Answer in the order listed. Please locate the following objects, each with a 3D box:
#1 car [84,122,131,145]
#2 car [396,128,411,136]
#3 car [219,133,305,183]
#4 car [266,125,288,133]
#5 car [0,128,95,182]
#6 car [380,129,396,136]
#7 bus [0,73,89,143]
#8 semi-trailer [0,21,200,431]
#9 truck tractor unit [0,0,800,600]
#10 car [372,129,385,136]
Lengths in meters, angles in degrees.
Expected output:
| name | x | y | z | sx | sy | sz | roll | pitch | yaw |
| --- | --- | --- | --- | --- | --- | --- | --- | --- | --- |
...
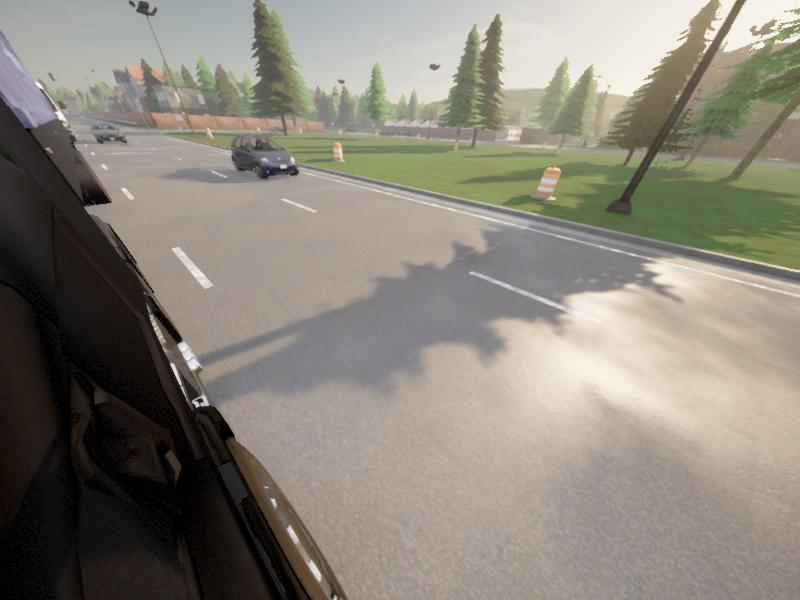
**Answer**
| name | x | y | z | sx | sy | sz | roll | pitch | yaw |
| --- | --- | --- | --- | --- | --- | --- | --- | --- | --- |
| car | -26.143 | -14.868 | 20.631 | 4.193 | 1.474 | 1.816 | 29 | 44 | 30 |
| car | 1.205 | -54.424 | 74.934 | 4.605 | 1.855 | 1.932 | 29 | 44 | 31 |
| car | -6.744 | -7.035 | 11.284 | 3.988 | 1.617 | 1.851 | 29 | 44 | 30 |
| car | -28.674 | -39.903 | 53.943 | 1.970 | 1.475 | 3.806 | 29 | 44 | 30 |
| car | -15.684 | -6.490 | 10.077 | 4.902 | 1.511 | 2.128 | 28 | 45 | 30 |
| car | -3.749 | -51.426 | 70.967 | 4.902 | 1.511 | 2.128 | 29 | 44 | 31 |
| bus | -32.977 | -17.083 | 20.839 | 10.273 | 4.253 | 3.944 | 29 | 44 | 31 |
| semi-trailer | -8.598 | -3.673 | 4.322 | 14.254 | 4.402 | 2.717 | 29 | 44 | 31 |
| truck tractor unit | -2.645 | -0.295 | 0.351 | 6.516 | 4.208 | 3.053 | 28 | 44 | 30 |
| car | -6.407 | -50.114 | 69.044 | 3.806 | 1.475 | 1.970 | 29 | 44 | 31 |
